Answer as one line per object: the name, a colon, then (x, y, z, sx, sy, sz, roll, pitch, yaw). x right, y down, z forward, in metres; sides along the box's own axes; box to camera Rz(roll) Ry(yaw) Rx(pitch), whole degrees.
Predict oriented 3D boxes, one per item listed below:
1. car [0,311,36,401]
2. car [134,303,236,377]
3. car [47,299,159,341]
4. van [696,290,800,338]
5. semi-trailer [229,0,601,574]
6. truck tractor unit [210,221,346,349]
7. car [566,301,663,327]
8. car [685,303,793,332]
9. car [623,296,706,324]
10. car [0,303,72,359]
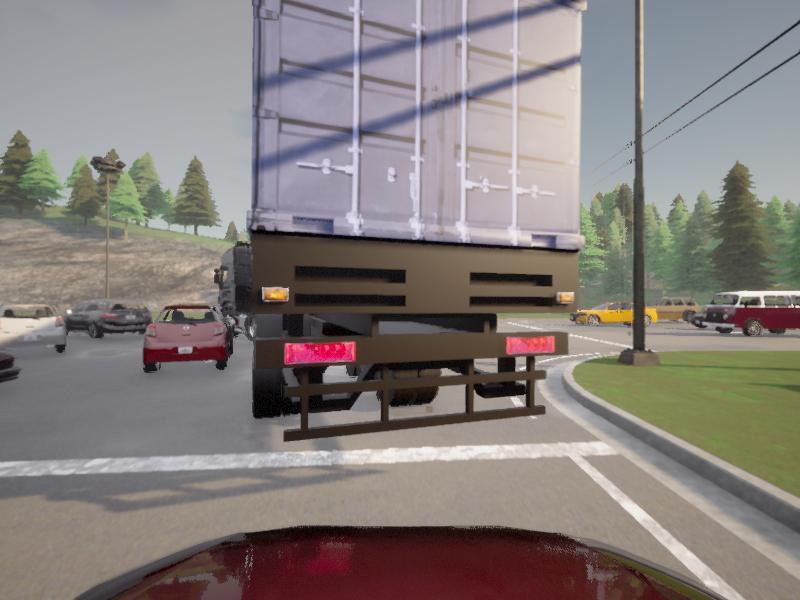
car: (-7.239, 0.902, 4.305, 2.033, 1.411, 5.357, 0, 0, -4)
car: (-5.239, 0.842, 10.239, 1.845, 1.501, 3.633, 0, 0, -21)
car: (-13.323, 0.784, 17.936, 4.611, 1.667, 2.242, 0, 0, 27)
van: (16.235, 0.598, 17.868, 4.480, 2.038, 2.069, 0, 0, 0)
semi-trailer: (-2.057, -0.609, 9.467, 2.717, 4.402, 14.254, 0, 0, -19)
truck tractor unit: (-5.303, -0.499, 16.579, 3.053, 4.208, 6.516, 0, 0, -40)
car: (13.211, 0.857, 24.872, 5.008, 1.535, 1.882, 0, 0, 0)
car: (17.985, 0.884, 21.360, 4.193, 1.474, 1.816, 0, 0, 1)
car: (18.648, 0.691, 28.357, 4.605, 1.855, 1.932, 0, 0, 1)
car: (-11.798, 0.846, 12.568, 3.633, 1.501, 1.845, 0, 0, 43)
